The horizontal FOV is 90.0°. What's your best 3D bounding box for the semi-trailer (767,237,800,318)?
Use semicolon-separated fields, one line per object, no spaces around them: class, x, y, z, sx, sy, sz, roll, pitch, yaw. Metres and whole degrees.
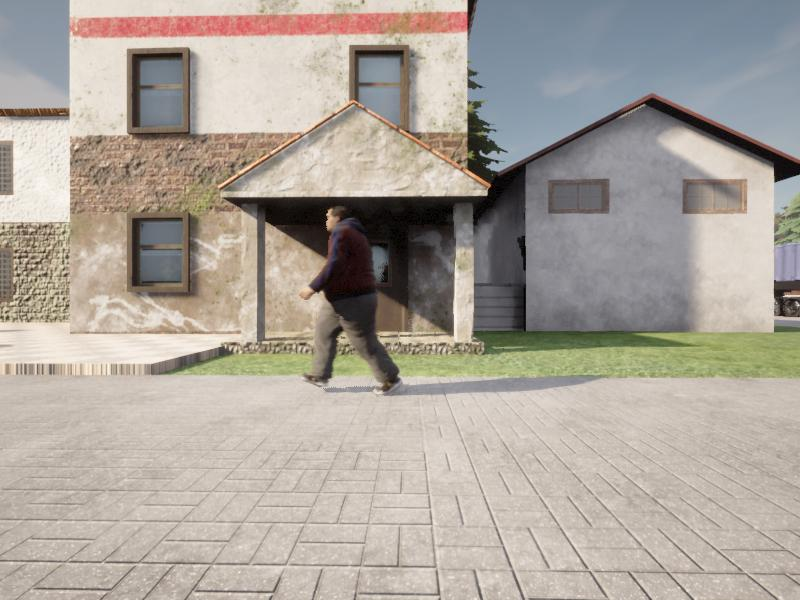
semi-trailer;23.039;-1.221;16.546;2.717;4.402;14.254;0;0;0

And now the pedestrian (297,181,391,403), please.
pedestrian;-0.480;-0.067;3.743;0.751;1.860;0.751;0;0;2

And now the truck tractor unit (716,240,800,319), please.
truck tractor unit;23.224;-1.120;24.452;3.053;4.208;6.516;0;0;5
